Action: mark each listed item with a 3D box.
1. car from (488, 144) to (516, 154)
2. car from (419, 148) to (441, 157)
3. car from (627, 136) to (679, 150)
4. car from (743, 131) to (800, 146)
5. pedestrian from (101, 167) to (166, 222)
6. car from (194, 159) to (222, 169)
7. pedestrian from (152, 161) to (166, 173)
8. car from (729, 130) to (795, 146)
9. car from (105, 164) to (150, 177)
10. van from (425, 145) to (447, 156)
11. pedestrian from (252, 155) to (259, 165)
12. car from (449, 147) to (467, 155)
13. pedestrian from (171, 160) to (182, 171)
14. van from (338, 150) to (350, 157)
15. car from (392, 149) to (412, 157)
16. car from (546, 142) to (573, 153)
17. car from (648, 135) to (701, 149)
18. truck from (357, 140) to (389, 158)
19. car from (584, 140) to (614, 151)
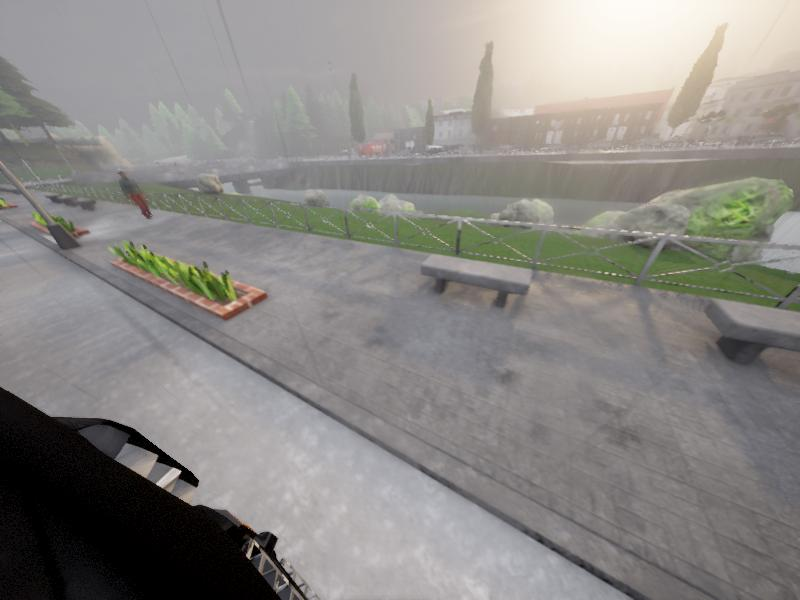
[{"bbox_3d":[22.573,-33.479,51.133,5.238,1.638,1.930,15,38,25],"label":"car"},{"bbox_3d":[7.627,-37.355,58.453,5.027,1.651,2.152,15,38,25],"label":"car"},{"bbox_3d":[41.567,-25.893,38.165,5.238,1.638,1.930,16,38,25],"label":"car"},{"bbox_3d":[52.766,-22.883,32.756,3.988,1.617,1.851,15,38,25],"label":"car"},{"bbox_3d":[-10.514,-4.166,9.185,0.751,1.860,0.751,12,36,22],"label":"pedestrian"},{"bbox_3d":[-46.647,-33.077,56.207,2.242,1.667,4.611,15,38,25],"label":"car"},{"bbox_3d":[-44.857,-24.774,43.020,0.751,1.860,0.751,8,35,16],"label":"pedestrian"},{"bbox_3d":[55.087,-24.768,35.381,4.856,1.649,2.033,14,37,26],"label":"car"},{"bbox_3d":[-50.741,-24.256,43.190,2.038,1.542,4.974,15,38,25],"label":"car"},{"bbox_3d":[8.418,-34.910,54.064,4.480,2.038,2.069,15,38,25],"label":"van"},{"bbox_3d":[-35.636,-34.503,56.942,0.751,1.860,0.751,15,37,25],"label":"pedestrian"},{"bbox_3d":[13.877,-35.736,55.384,3.806,1.475,1.970,15,38,25],"label":"car"},{"bbox_3d":[-44.646,-26.840,46.118,0.751,1.860,0.751,18,39,29],"label":"pedestrian"},{"bbox_3d":[-22.422,-58.525,92.160,2.069,2.038,4.480,15,38,25],"label":"van"},{"bbox_3d":[0.636,-39.351,61.747,4.856,1.649,2.033,15,38,25],"label":"car"},{"bbox_3d":[30.121,-28.891,43.756,3.806,1.475,1.970,15,38,25],"label":"car"},{"bbox_3d":[46.634,-27.025,39.462,5.238,1.638,1.930,14,37,25],"label":"car"},{"bbox_3d":[-7.720,-42.487,65.157,8.468,3.827,2.891,15,38,25],"label":"truck"},{"bbox_3d":[37.676,-29.340,43.823,3.806,1.475,1.970,15,38,25],"label":"car"}]
